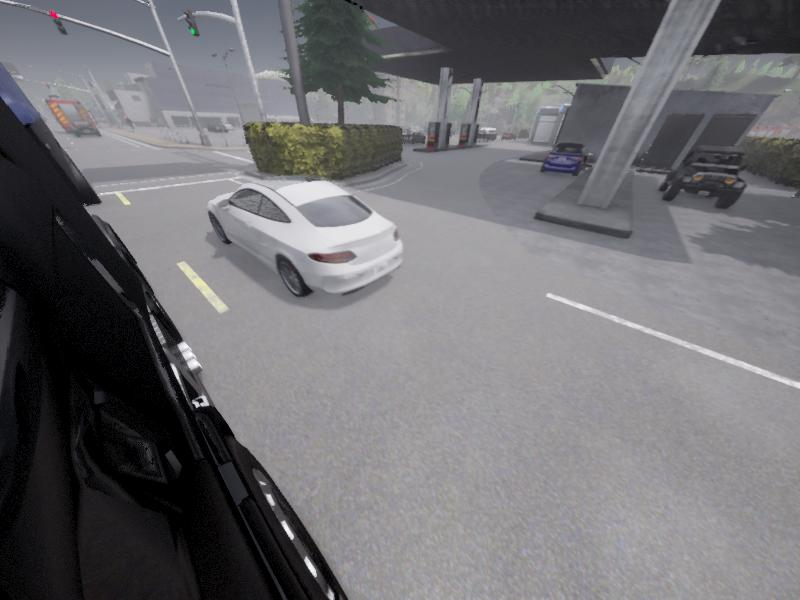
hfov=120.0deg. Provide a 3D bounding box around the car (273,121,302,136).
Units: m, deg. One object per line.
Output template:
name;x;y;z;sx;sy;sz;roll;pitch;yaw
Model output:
car;-18.618;-28.291;38.116;4.605;1.855;1.932;28;44;30

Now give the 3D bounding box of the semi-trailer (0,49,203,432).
semi-trailer;-8.736;-3.577;4.192;14.254;4.402;2.717;28;45;30

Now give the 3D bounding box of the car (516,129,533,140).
car;28.717;-38.153;53.231;1.905;1.878;3.866;28;45;30

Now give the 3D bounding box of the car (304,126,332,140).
car;-12.080;-24.679;34.095;3.806;1.475;1.970;28;44;30

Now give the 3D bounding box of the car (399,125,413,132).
car;2.142;-60.610;81.480;4.605;1.855;1.932;27;44;29

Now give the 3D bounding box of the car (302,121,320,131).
car;-21.807;-42.578;56.603;3.866;1.878;1.905;28;44;30

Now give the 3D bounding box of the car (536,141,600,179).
car;11.121;-9.350;15.210;2.242;1.667;4.611;28;44;30

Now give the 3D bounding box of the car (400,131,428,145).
car;1.953;-22.460;32.004;1.970;1.475;3.806;28;45;30

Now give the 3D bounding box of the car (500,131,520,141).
car;22.555;-33.680;47.432;2.007;1.525;4.514;28;45;30

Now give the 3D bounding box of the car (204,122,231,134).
car;-30.755;-29.009;38.898;4.514;1.523;2.007;28;44;30

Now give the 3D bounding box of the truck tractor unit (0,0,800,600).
truck tractor unit;-2.645;-0.295;0.351;6.516;4.208;3.053;28;44;30

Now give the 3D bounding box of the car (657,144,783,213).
car;12.708;-5.223;9.611;1.905;1.878;3.866;28;44;30

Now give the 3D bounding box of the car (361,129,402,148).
car;-2.112;-19.654;28.056;2.033;1.649;4.856;28;45;30

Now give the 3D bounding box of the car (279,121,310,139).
car;-14.666;-23.636;32.164;3.866;1.878;1.905;28;44;30

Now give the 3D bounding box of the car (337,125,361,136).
car;-10.118;-33.519;45.609;4.514;1.523;2.007;28;44;30

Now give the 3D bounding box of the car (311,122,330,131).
car;-20.269;-44.052;58.621;4.605;1.855;1.932;28;44;30

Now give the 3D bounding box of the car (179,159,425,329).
car;-2.029;-1.550;4.418;4.674;1.442;1.812;28;44;29

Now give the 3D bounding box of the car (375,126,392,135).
car;-3.703;-38.036;51.797;3.633;1.501;1.845;28;44;30

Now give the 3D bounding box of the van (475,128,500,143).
van;15.307;-28.772;40.318;2.069;2.038;4.480;28;45;30

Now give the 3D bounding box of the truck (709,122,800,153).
truck;58.805;-27.257;38.601;2.891;3.827;8.468;6;38;5

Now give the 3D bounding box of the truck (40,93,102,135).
truck;-43.371;-24.378;30.450;8.468;3.827;2.891;28;44;30

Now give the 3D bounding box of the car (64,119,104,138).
car;-36.561;-19.856;26.706;4.974;1.542;2.038;28;45;30
